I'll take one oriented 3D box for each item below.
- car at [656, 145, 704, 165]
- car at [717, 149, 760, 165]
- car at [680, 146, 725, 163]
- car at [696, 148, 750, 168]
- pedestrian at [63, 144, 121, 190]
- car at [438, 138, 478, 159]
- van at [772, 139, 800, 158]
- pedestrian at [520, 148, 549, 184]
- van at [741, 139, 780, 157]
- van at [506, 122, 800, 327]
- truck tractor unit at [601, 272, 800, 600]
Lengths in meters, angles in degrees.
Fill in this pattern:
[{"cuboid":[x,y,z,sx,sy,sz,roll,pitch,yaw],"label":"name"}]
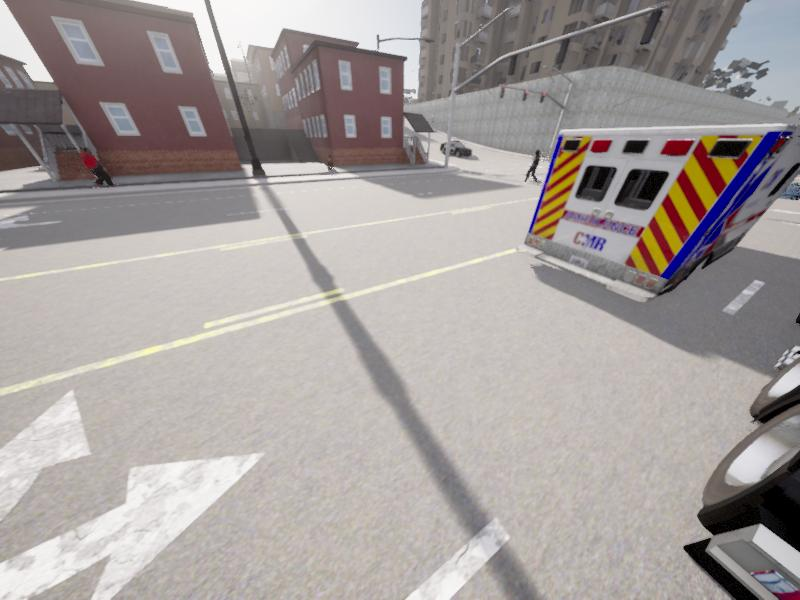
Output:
[{"cuboid":[33.156,-17.235,27.397,4.605,1.855,1.932,-17,39,-24],"label":"car"},{"cuboid":[40.088,-16.968,27.379,3.633,1.501,1.845,-17,39,-24],"label":"car"},{"cuboid":[39.906,-19.303,30.500,4.553,1.767,2.097,-17,39,-24],"label":"car"},{"cuboid":[35.015,-15.425,25.036,4.856,1.649,2.033,-17,39,-24],"label":"car"},{"cuboid":[-14.845,-6.466,11.217,0.751,1.860,0.751,-18,39,-25],"label":"pedestrian"},{"cuboid":[7.360,-19.810,30.138,1.930,1.638,5.238,-17,44,-24],"label":"car"},{"cuboid":[66.368,-25.589,39.070,5.915,2.561,1.988,-17,39,-24],"label":"van"},{"cuboid":[8.262,-8.275,14.284,0.751,1.860,0.751,-19,39,-25],"label":"pedestrian"},{"cuboid":[65.248,-27.525,41.841,5.915,2.561,1.988,-17,39,-24],"label":"van"},{"cuboid":[5.730,-2.057,4.878,6.366,2.431,2.351,-17,39,-24],"label":"van"},{"cuboid":[5.122,-0.289,0.762,6.516,4.208,3.053,-18,39,-23],"label":"truck tractor unit"}]
